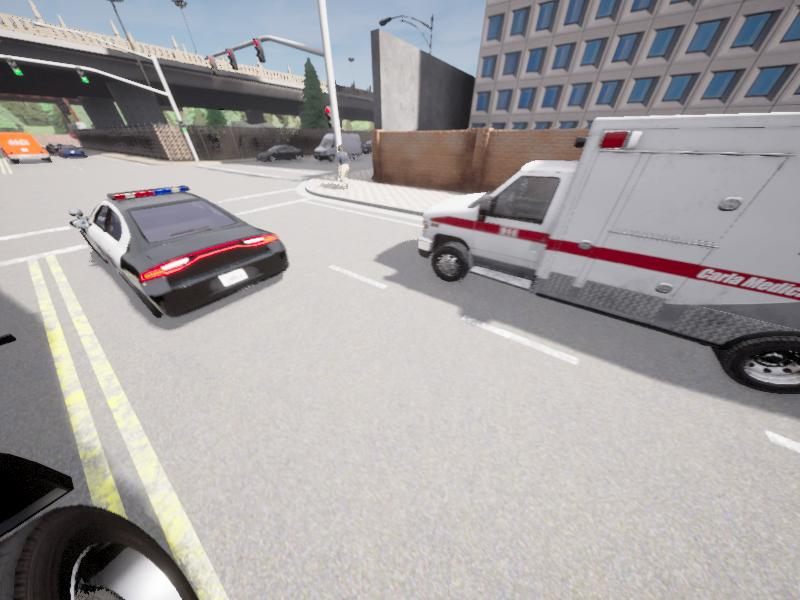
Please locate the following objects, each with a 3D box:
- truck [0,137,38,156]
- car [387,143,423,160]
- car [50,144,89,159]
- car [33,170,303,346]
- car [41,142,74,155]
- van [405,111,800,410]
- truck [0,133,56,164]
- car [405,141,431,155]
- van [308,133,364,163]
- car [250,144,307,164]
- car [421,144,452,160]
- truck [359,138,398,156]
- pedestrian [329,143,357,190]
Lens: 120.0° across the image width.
[{"bbox_3d":[-53.449,-21.425,32.122,6.274,2.098,2.390,22,41,28],"label":"truck"},{"bbox_3d":[0.726,-19.465,30.124,1.930,1.638,5.238,22,40,28],"label":"car"},{"bbox_3d":[-41.641,-18.791,29.117,4.181,1.385,1.994,22,41,28],"label":"car"},{"bbox_3d":[-4.487,-1.333,4.465,4.974,1.542,2.038,22,41,27],"label":"car"},{"bbox_3d":[-51.254,-22.698,34.570,3.806,1.475,1.970,22,41,28],"label":"car"},{"bbox_3d":[3.386,-0.975,3.235,6.366,2.431,2.351,22,40,28],"label":"van"},{"bbox_3d":[-38.726,-15.607,23.658,5.204,2.467,2.627,22,41,27],"label":"truck"},{"bbox_3d":[2.942,-24.838,37.662,2.097,1.767,4.553,22,40,28],"label":"car"},{"bbox_3d":[-6.942,-17.083,25.885,1.988,2.561,5.915,22,40,28],"label":"van"},{"bbox_3d":[-12.672,-15.509,24.496,1.837,1.490,4.892,23,42,29],"label":"car"},{"bbox_3d":[4.794,-19.219,29.937,1.837,1.490,4.892,22,40,28],"label":"car"},{"bbox_3d":[-3.178,-23.475,35.401,2.390,2.098,6.274,22,41,28],"label":"truck"},{"bbox_3d":[-2.671,-6.332,10.994,0.751,1.860,0.751,29,44,35],"label":"pedestrian"}]
